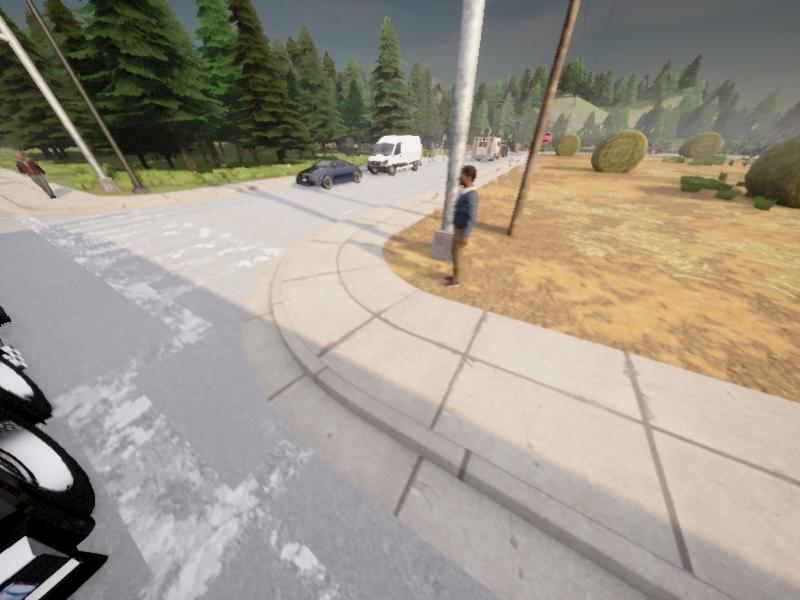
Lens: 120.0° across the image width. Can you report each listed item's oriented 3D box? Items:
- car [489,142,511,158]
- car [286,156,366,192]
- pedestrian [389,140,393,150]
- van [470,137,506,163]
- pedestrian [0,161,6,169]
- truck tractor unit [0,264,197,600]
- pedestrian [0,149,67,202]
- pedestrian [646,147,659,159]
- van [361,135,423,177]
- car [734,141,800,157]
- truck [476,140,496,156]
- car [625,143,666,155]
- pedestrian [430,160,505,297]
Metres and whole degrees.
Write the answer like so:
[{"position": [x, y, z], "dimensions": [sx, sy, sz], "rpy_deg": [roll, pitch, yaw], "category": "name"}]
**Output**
[{"position": [14.734, -22.157, 34.008], "dimensions": [1.905, 1.878, 3.866], "rpy_deg": [19, 39, 25], "category": "car"}, {"position": [-4.220, -7.712, 13.952], "dimensions": [1.994, 1.385, 4.181], "rpy_deg": [19, 39, 25], "category": "car"}, {"position": [-2.088, -35.616, 53.140], "dimensions": [0.751, 1.860, 0.751], "rpy_deg": [20, 40, 27], "category": "pedestrian"}, {"position": [11.027, -18.834, 28.813], "dimensions": [2.351, 2.431, 6.366], "rpy_deg": [19, 39, 25], "category": "van"}, {"position": [-38.522, -13.362, 21.627], "dimensions": [0.751, 1.860, 0.751], "rpy_deg": [29, 44, 35], "category": "pedestrian"}, {"position": [-5.117, -0.293, 0.784], "dimensions": [6.516, 4.208, 3.053], "rpy_deg": [18, 39, 24], "category": "truck tractor unit"}, {"position": [-15.458, -5.277, 9.794], "dimensions": [0.751, 1.860, 0.751], "rpy_deg": [25, 42, 32], "category": "pedestrian"}, {"position": [30.097, -17.528, 27.546], "dimensions": [0.500, 1.100, 0.500], "rpy_deg": [-21, 40, -26], "category": "pedestrian"}, {"position": [-0.367, -11.880, 18.866], "dimensions": [1.988, 2.561, 5.915], "rpy_deg": [19, 39, 25], "category": "van"}, {"position": [50.303, -20.532, 31.467], "dimensions": [4.856, 1.649, 2.033], "rpy_deg": [20, 40, 28], "category": "car"}, {"position": [14.564, -25.849, 39.122], "dimensions": [2.390, 2.098, 6.274], "rpy_deg": [12, 37, 17], "category": "truck"}, {"position": [39.600, -24.522, 37.441], "dimensions": [4.193, 1.474, 1.816], "rpy_deg": [21, 40, 28], "category": "car"}, {"position": [0.929, -1.061, 3.584], "dimensions": [0.751, 1.860, 0.751], "rpy_deg": [6, 35, 9], "category": "pedestrian"}]
